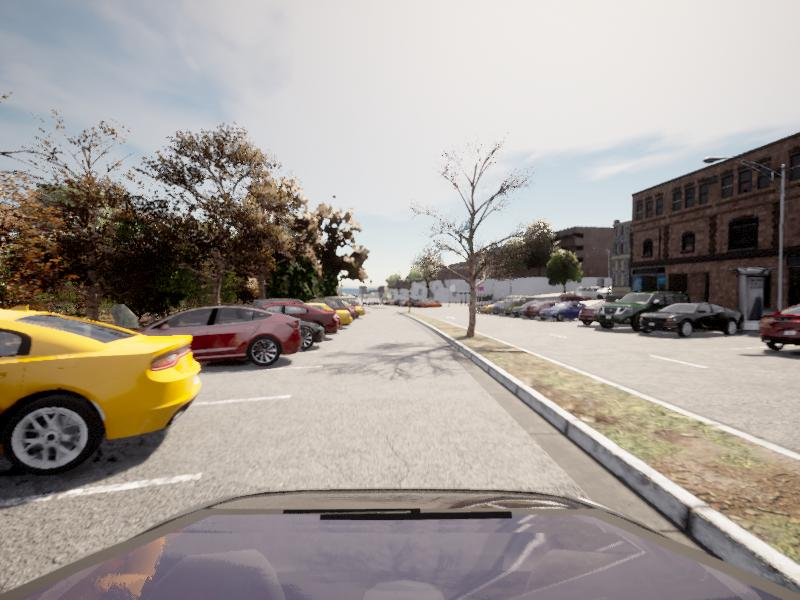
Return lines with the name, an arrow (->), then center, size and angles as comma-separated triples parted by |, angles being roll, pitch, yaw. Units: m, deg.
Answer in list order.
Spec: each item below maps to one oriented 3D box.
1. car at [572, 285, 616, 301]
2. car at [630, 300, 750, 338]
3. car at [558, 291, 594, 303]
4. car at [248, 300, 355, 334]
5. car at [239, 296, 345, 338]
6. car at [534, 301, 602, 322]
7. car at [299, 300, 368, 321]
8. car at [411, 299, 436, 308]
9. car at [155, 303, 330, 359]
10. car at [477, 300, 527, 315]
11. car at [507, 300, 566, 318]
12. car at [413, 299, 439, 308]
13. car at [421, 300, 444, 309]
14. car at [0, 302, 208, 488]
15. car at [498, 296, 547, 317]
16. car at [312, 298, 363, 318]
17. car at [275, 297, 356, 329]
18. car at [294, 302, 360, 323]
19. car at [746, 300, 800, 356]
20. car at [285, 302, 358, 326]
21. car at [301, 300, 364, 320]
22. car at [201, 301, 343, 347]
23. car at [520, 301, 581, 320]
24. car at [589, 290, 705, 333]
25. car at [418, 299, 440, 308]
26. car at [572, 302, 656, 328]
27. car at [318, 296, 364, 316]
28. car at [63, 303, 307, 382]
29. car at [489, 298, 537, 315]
car -> 29.425, -1.030, 60.849 | 2.435, 2.045, 5.566 | -7, 4, -30
car -> 13.234, 0.811, 18.262 | 5.008, 1.535, 2.097 | 1, 0, -22
car -> 26.471, -0.451, 60.372 | 2.002, 1.452, 4.674 | -7, 4, -30
car -> -5.337, 0.849, 21.662 | 5.366, 1.575, 1.946 | -1, 0, -22
car -> -5.094, 0.721, 18.768 | 4.553, 1.767, 2.185 | -1, 0, -22
car -> 12.747, 0.854, 30.337 | 4.674, 1.452, 2.002 | 1, 0, -23
car -> -5.597, 0.855, 33.643 | 5.366, 1.575, 1.946 | -1, 0, -23
car -> 5.569, 0.783, 94.906 | 5.566, 2.045, 2.435 | 0, 0, -30
car -> -4.875, 0.870, 12.871 | 4.792, 1.488, 2.163 | -1, 0, -21
car -> 11.570, 0.813, 45.329 | 5.366, 1.575, 1.946 | 1, 0, -25
car -> 12.404, 0.817, 36.370 | 4.892, 1.521, 2.231 | 1, 0, -24
car -> 6.042, 0.786, 91.906 | 5.566, 2.045, 2.435 | 1, 0, -30
car -> 7.032, 0.918, 85.973 | 4.553, 1.767, 2.185 | 0, 0, -30
car -> -4.790, 0.833, 3.966 | 5.008, 1.535, 2.097 | -1, 0, -20
car -> 12.094, 0.590, 39.334 | 4.442, 1.987, 1.878 | 1, 0, -24
car -> -6.136, 0.740, 39.486 | 4.553, 1.767, 2.185 | -1, 0, -24
car -> -5.261, 0.726, 24.703 | 4.553, 1.767, 2.185 | -1, 0, -22
car -> -5.585, 0.898, 30.608 | 4.674, 1.452, 2.002 | -1, 0, -23
car -> 13.354, 0.809, 12.225 | 5.008, 1.535, 2.097 | 1, 0, -21
car -> -5.425, 0.895, 27.651 | 4.674, 1.452, 2.002 | -1, 0, -23
car -> -6.126, 0.863, 36.445 | 5.366, 1.575, 1.946 | -1, 0, -24
car -> -4.967, 0.843, 15.815 | 5.008, 1.535, 2.097 | -1, 0, -21
car -> 12.574, 0.855, 33.357 | 4.674, 1.452, 2.002 | 1, 0, -24
car -> 13.113, 0.560, 21.268 | 5.566, 2.045, 2.435 | 1, 0, -22
car -> 6.473, 0.814, 88.898 | 4.442, 1.987, 1.878 | 0, 0, -30
car -> 13.018, 0.852, 24.306 | 4.674, 1.452, 2.002 | 1, 0, -23
car -> -6.292, 0.641, 42.476 | 4.442, 1.987, 1.878 | -1, 0, -24
car -> -4.881, 0.868, 9.876 | 4.792, 1.488, 2.163 | -1, 0, -21
car -> 12.007, 0.692, 42.408 | 4.553, 1.767, 2.185 | 1, 0, -25
